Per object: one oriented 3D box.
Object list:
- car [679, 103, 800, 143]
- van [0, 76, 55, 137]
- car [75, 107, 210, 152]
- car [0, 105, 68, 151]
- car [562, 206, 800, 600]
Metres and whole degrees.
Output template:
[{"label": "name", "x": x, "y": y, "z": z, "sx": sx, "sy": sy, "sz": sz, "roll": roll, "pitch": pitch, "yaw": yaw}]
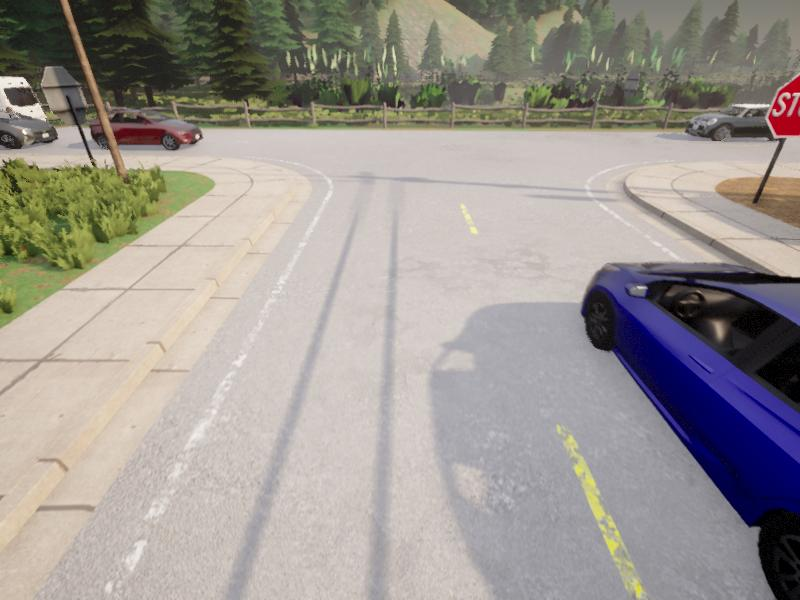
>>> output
[{"label": "car", "x": 15.769, "y": -8.277, "z": 18.641, "sx": 3.806, "sy": 1.475, "sz": 1.970, "roll": 1, "pitch": 30, "yaw": 2}, {"label": "van", "x": -21.282, "y": -9.580, "z": 19.813, "sx": 5.915, "sy": 2.561, "sz": 1.988, "roll": 1, "pitch": 30, "yaw": 2}, {"label": "car", "x": -10.576, "y": -7.157, "z": 16.723, "sx": 4.193, "sy": 1.474, "sz": 1.816, "roll": 2, "pitch": 30, "yaw": 3}, {"label": "car", "x": -17.299, "y": -7.313, "z": 16.934, "sx": 4.514, "sy": 1.525, "sz": 2.007, "roll": 1, "pitch": 30, "yaw": 2}, {"label": "car", "x": 3.330, "y": 0.631, "z": 3.414, "sx": 2.007, "sy": 1.525, "sz": 4.514, "roll": 0, "pitch": 30, "yaw": 0}]
